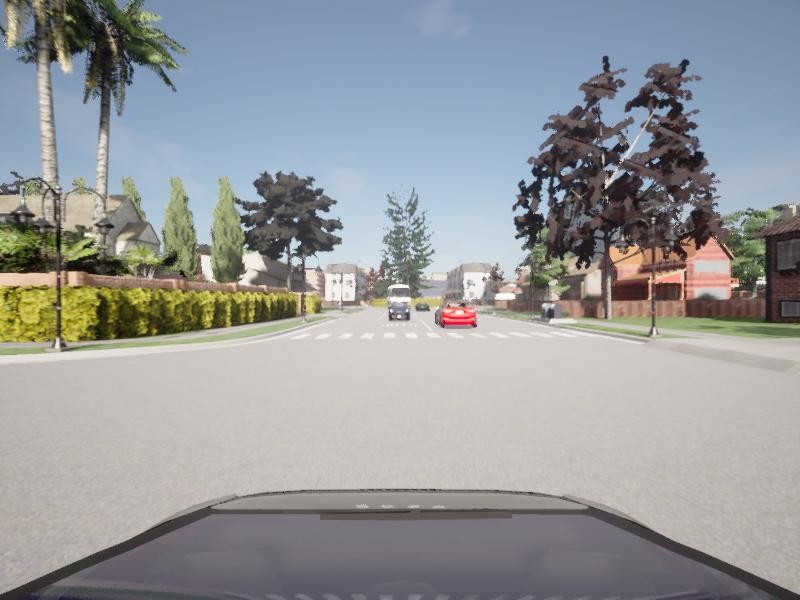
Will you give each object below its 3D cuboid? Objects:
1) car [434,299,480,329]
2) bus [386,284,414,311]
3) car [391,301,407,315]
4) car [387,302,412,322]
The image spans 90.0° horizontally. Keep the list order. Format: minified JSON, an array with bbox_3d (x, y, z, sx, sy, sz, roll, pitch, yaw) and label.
[{"bbox_3d":[3.455,0.812,25.331,2.242,1.667,4.611,0,0,0],"label":"car"},{"bbox_3d":[-0.112,-0.404,69.032,3.944,4.253,10.273,0,0,-5],"label":"bus"},{"bbox_3d":[-0.073,0.905,48.425,1.801,1.575,5.366,0,0,0],"label":"car"},{"bbox_3d":[-0.053,0.910,31.595,1.845,1.501,3.633,0,0,0],"label":"car"}]
